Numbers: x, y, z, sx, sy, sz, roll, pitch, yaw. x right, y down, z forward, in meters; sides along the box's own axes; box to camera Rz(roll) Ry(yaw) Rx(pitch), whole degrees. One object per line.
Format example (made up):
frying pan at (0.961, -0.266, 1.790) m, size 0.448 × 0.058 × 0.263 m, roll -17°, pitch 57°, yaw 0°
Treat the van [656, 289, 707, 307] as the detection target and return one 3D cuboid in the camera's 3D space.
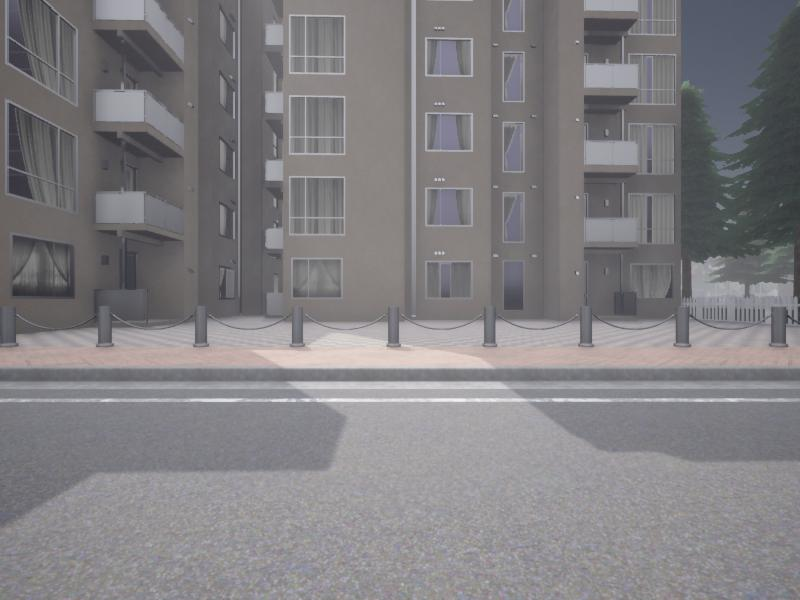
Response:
van at (40.253, -0.277, 57.331) m, size 5.915 × 2.561 × 1.988 m, roll 0°, pitch 0°, yaw -1°
